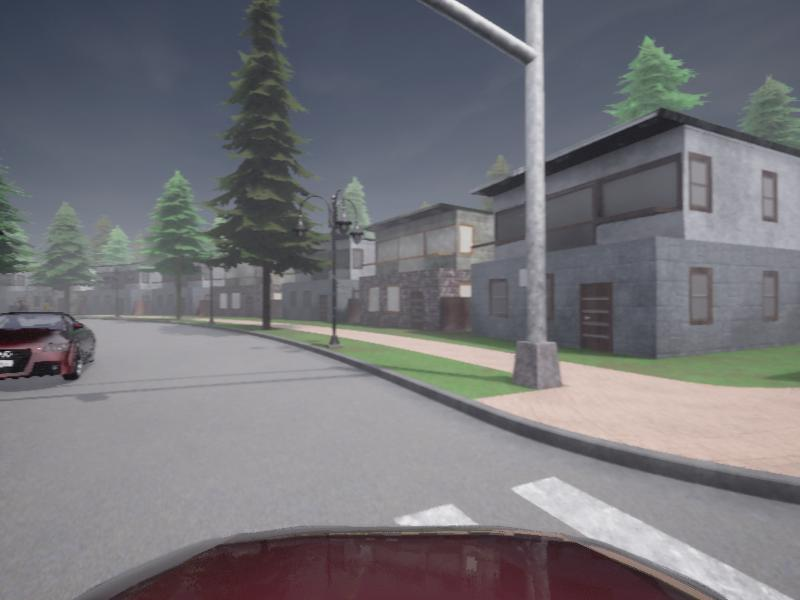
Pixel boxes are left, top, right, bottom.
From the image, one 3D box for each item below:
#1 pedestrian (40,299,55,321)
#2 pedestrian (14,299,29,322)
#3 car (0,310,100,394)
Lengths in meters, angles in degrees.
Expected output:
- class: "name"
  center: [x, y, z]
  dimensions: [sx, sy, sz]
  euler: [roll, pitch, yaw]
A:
- class: "pedestrian"
  center: [-31.069, 0.866, 35.213]
  dimensions: [0.751, 1.860, 0.751]
  euler: [0, 0, 26]
- class: "pedestrian"
  center: [-30.960, 0.862, 32.730]
  dimensions: [0.751, 1.860, 0.751]
  euler: [0, 0, 37]
- class: "car"
  center: [-8.117, 0.961, 8.823]
  dimensions: [1.994, 1.385, 4.181]
  euler: [0, 0, -31]
